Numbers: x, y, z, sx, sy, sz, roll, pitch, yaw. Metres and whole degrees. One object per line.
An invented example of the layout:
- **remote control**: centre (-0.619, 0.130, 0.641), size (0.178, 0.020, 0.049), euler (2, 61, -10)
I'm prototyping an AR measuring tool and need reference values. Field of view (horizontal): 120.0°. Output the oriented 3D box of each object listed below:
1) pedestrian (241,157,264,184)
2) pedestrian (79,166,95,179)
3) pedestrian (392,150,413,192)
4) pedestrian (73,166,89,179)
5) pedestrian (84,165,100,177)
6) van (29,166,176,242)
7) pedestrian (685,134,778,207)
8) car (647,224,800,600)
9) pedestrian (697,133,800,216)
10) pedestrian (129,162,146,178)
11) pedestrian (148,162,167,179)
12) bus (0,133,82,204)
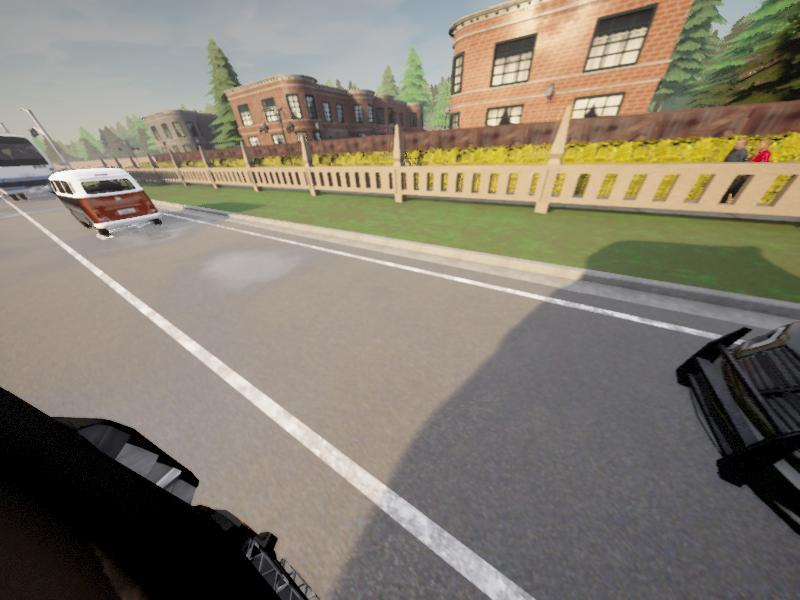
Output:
- **pedestrian**: centre (-12.050, -10.578, 18.920), size (0.751, 1.860, 0.751), euler (17, 38, 27)
- **pedestrian**: centre (-54.012, -22.012, 39.861), size (0.751, 1.860, 0.751), euler (18, 39, 29)
- **pedestrian**: centre (0.171, -6.778, 12.193), size (0.751, 1.860, 0.751), euler (16, 38, 26)
- **pedestrian**: centre (-54.709, -21.801, 39.592), size (0.751, 1.860, 0.751), euler (20, 40, 31)
- **pedestrian**: centre (-55.168, -23.166, 41.413), size (0.751, 1.860, 0.751), euler (11, 36, 20)
- **van**: centre (-11.356, -3.860, 8.874), size (4.480, 2.038, 2.069), euler (17, 38, 27)
- **pedestrian**: centre (10.002, -3.935, 7.105), size (0.751, 1.860, 0.751), euler (17, 38, 27)
- **car**: centre (4.538, 1.126, 0.517), size (4.974, 1.542, 2.038), euler (16, 38, 27)
- **pedestrian**: centre (9.408, -3.378, 6.312), size (0.751, 1.860, 0.751), euler (17, 38, 28)
- **pedestrian**: centre (-37.242, -18.420, 32.797), size (0.751, 1.860, 0.751), euler (19, 39, 29)
- **pedestrian**: centre (-30.173, -16.107, 28.733), size (0.751, 1.860, 0.751), euler (18, 39, 28)
- **bus**: centre (-32.753, -11.122, 19.568), size (10.273, 4.253, 3.944), euler (17, 38, 27)
